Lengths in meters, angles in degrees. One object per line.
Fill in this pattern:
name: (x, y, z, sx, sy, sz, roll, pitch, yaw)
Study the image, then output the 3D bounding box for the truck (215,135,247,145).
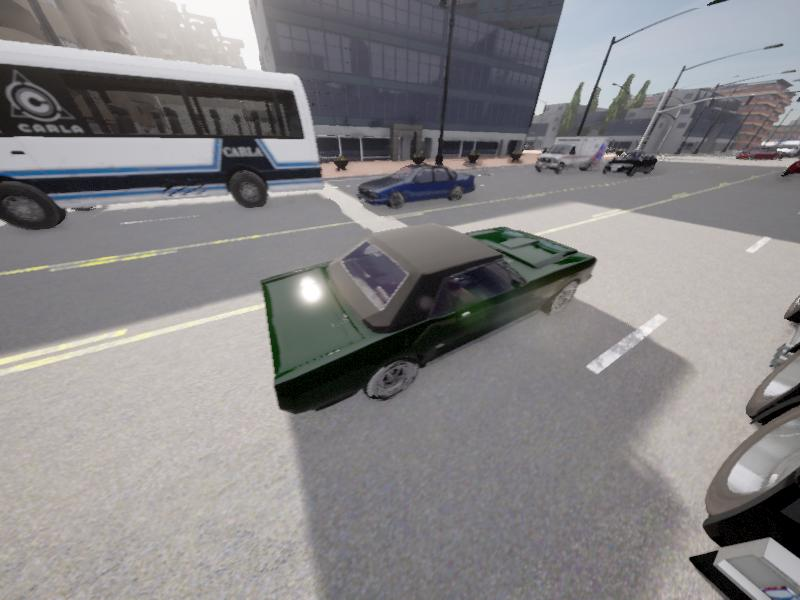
truck: (-43.647, -41.440, 59.922, 6.274, 2.098, 2.390, -16, 38, -23)

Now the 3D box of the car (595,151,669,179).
car: (17.850, -10.494, 17.803, 4.902, 1.511, 2.128, -18, 39, -24)

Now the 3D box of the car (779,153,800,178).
car: (31.144, -10.147, 17.391, 4.193, 1.474, 1.816, -18, 39, -24)

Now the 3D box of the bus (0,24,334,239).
bus: (-8.293, -5.463, 8.068, 10.273, 4.253, 3.944, -17, 39, -24)

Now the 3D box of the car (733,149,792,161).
car: (53.007, -21.324, 33.926, 4.181, 1.385, 1.994, 13, 36, 17)

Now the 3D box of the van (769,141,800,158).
van: (71.729, -27.820, 42.724, 5.915, 2.561, 1.988, -17, 39, -24)

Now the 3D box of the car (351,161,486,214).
car: (0.873, -5.006, 9.966, 5.357, 1.411, 2.033, -18, 39, -24)

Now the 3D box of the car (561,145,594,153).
car: (39.807, -33.959, 51.906, 2.033, 1.411, 5.357, -17, 38, -24)

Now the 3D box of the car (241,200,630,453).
car: (0.684, -0.304, 3.314, 4.718, 1.301, 1.895, -18, 39, -24)

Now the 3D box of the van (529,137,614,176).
van: (14.151, -11.985, 19.120, 6.366, 2.431, 2.351, -18, 39, -24)

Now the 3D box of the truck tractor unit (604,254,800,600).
truck tractor unit: (5.090, -0.321, 0.804, 6.516, 4.208, 3.053, -19, 39, -25)
